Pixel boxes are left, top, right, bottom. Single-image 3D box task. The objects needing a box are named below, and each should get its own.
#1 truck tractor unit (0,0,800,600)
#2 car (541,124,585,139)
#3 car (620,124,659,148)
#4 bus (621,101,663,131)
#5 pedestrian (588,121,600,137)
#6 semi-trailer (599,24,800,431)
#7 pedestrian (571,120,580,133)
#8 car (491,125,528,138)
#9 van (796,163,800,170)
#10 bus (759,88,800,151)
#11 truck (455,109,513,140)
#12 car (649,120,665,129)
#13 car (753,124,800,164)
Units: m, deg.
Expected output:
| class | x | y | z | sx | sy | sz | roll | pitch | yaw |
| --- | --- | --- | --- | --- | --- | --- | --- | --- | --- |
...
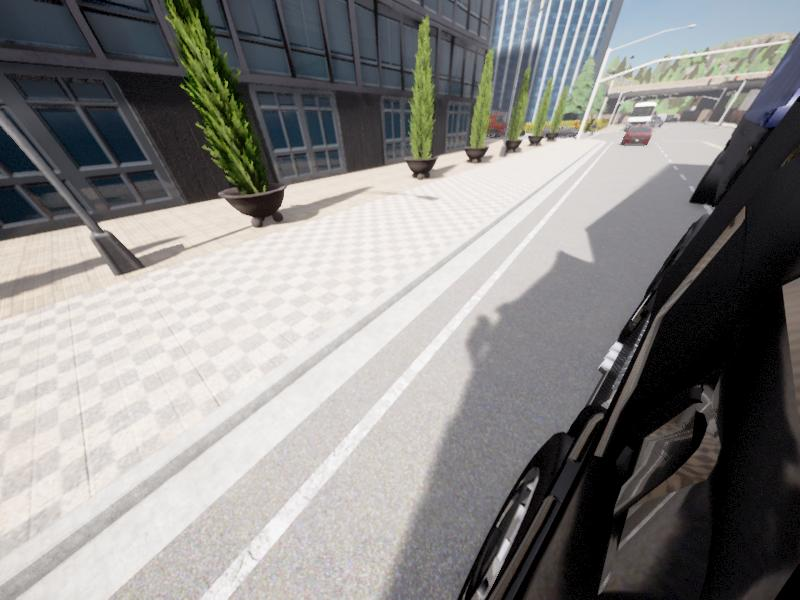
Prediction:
| class | x | y | z | sx | sy | sz | roll | pitch | yaw |
| --- | --- | --- | --- | --- | --- | --- | --- | --- | --- |
| truck tractor unit | 2.645 | -0.295 | 0.351 | 6.516 | 4.208 | 3.053 | -28 | 44 | -30 |
| car | 23.980 | -24.957 | 34.175 | 4.611 | 1.667 | 2.242 | 28 | 46 | 34 |
| car | 22.333 | -15.445 | 21.665 | 1.882 | 1.535 | 5.008 | 24 | 44 | 31 |
| bus | 47.633 | -36.252 | 45.711 | 3.944 | 4.253 | 10.273 | 24 | 44 | 31 |
| pedestrian | 28.635 | -25.289 | 34.144 | 0.751 | 1.860 | 0.751 | 23 | 44 | 30 |
| semi-trailer | 8.612 | -3.659 | 4.317 | 14.254 | 4.402 | 2.717 | -29 | 44 | -31 |
| pedestrian | 33.619 | -33.263 | 44.257 | 0.751 | 1.860 | 0.751 | 27 | 46 | 33 |
| car | 19.370 | -29.855 | 41.033 | 5.238 | 1.638 | 1.930 | 24 | 44 | 31 |
| van | 17.143 | -5.080 | 7.368 | 2.351 | 2.431 | 6.366 | 24 | 44 | 31 |
| bus | 29.346 | -12.118 | 14.525 | 3.944 | 4.253 | 10.273 | 24 | 44 | 31 |
| truck | 14.311 | -30.282 | 40.083 | 8.468 | 3.827 | 2.891 | 24 | 44 | 31 |
| car | 56.328 | -38.629 | 50.713 | 1.812 | 1.442 | 4.674 | 24 | 44 | 31 |
| car | 21.892 | -8.411 | 12.305 | 2.128 | 1.511 | 4.902 | 24 | 44 | 31 |
